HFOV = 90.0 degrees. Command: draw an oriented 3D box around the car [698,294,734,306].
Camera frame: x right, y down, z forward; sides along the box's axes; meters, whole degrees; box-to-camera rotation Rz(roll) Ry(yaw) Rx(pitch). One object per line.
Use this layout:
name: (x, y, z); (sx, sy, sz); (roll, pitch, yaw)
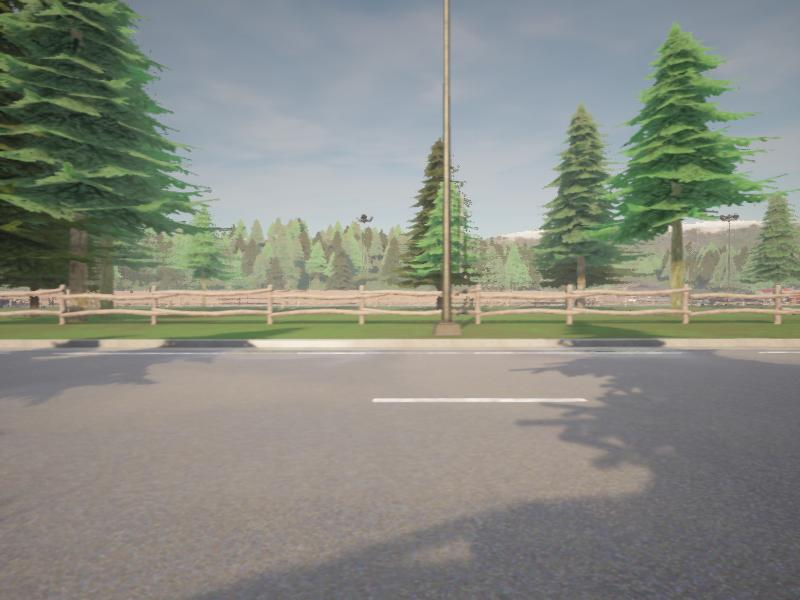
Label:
car: (52.800, -0.020, 66.902); (4.605, 1.855, 1.932); (0, 0, 0)
